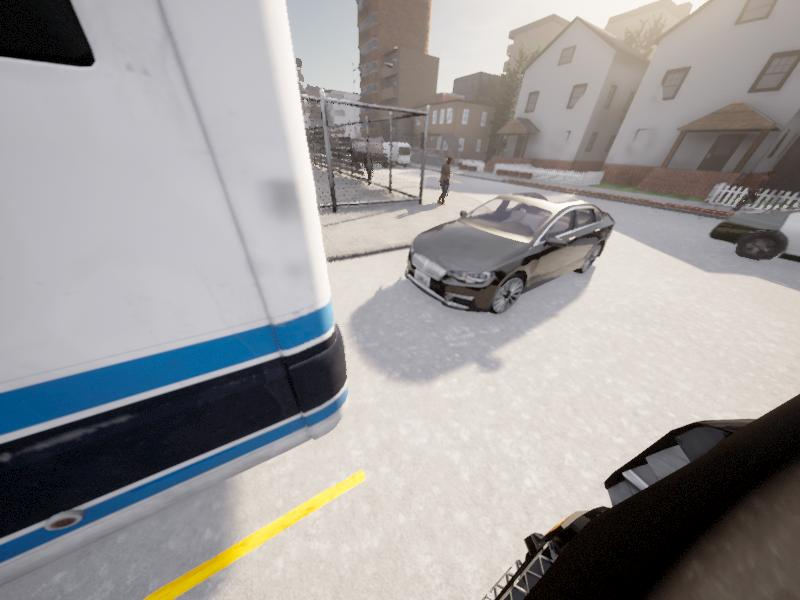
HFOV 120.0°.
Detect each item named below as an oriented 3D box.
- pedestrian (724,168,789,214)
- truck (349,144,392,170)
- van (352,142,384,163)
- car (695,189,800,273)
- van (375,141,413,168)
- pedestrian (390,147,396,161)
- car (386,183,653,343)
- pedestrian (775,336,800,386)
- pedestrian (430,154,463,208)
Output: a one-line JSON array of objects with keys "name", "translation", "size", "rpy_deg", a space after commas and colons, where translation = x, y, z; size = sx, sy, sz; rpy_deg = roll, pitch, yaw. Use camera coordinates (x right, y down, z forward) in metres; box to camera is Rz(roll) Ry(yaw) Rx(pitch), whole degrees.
[{"name": "pedestrian", "translation": [16.748, -5.124, 10.917], "size": [0.751, 1.860, 0.751], "rpy_deg": [-13, 37, -23]}, {"name": "truck", "translation": [-3.408, -16.012, 25.816], "size": [2.390, 2.098, 6.274], "rpy_deg": [-15, 38, -25]}, {"name": "van", "translation": [-4.872, -22.201, 34.707], "size": [2.351, 2.431, 6.366], "rpy_deg": [-17, 38, -26]}, {"name": "car", "translation": [10.986, -1.211, 5.153], "size": [2.038, 1.542, 4.974], "rpy_deg": [-16, 38, -26]}, {"name": "van", "translation": [-0.894, -18.187, 28.869], "size": [1.988, 2.561, 5.915], "rpy_deg": [-16, 38, -26]}, {"name": "pedestrian", "translation": [-1.144, -24.232, 38.293], "size": [0.751, 1.860, 0.751], "rpy_deg": [-16, 38, -26]}, {"name": "car", "translation": [2.389, -1.238, 4.585], "size": [4.902, 1.511, 2.128], "rpy_deg": [-18, 39, -29]}, {"name": "pedestrian", "translation": [5.186, 0.258, 2.183], "size": [0.751, 1.860, 0.751], "rpy_deg": [26, 40, 30]}, {"name": "pedestrian", "translation": [1.848, -4.807, 9.360], "size": [0.751, 1.860, 0.751], "rpy_deg": [-12, 37, -22]}]
